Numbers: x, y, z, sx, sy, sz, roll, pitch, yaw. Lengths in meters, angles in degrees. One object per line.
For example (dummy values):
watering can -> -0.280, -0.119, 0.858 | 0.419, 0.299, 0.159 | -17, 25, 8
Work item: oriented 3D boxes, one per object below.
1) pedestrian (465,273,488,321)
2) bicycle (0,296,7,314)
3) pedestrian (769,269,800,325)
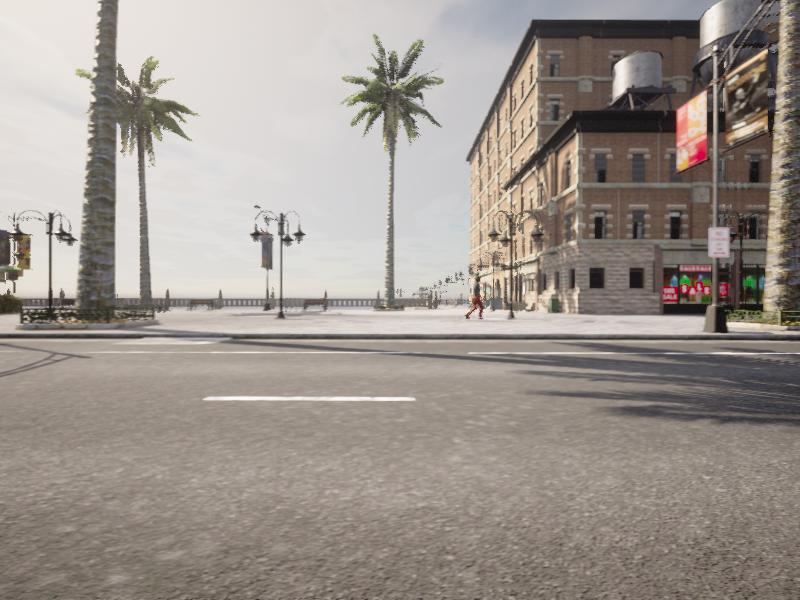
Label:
pedestrian -> 3.046, -0.112, 15.970 | 0.751, 1.860, 0.751 | 0, 0, 0
bicycle -> -23.685, 0.305, 23.108 | 1.643, 1.024, 0.373 | 0, 0, 0
pedestrian -> 13.265, -0.099, 13.601 | 0.751, 1.860, 0.751 | 0, 0, 10
